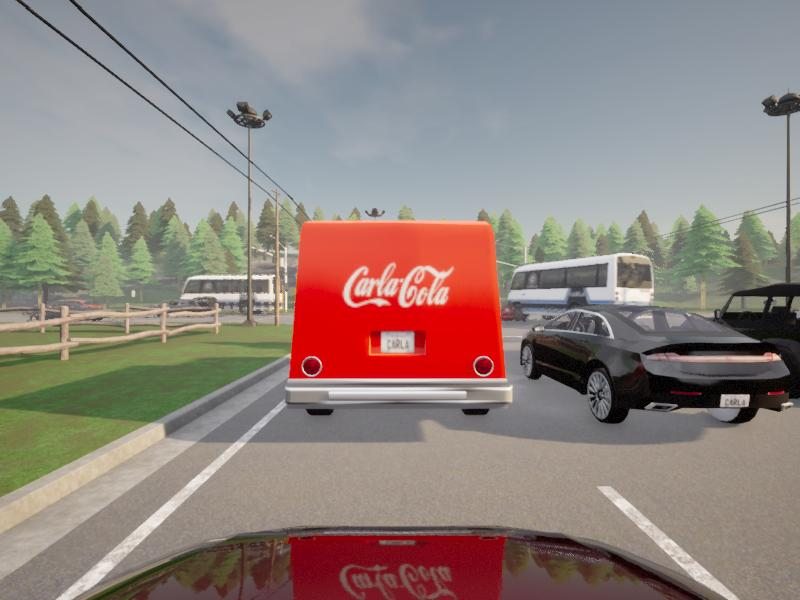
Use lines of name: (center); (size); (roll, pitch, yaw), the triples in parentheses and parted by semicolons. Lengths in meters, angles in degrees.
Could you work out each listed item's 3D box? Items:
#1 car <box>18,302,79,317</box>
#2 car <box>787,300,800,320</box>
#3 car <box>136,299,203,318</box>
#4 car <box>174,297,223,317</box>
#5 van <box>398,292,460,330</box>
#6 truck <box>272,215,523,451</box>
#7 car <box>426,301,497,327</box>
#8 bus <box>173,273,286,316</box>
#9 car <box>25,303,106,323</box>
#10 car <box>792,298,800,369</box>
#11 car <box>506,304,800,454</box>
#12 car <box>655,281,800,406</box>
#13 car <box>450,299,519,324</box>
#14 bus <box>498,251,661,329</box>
car: (-34.443, 0.907, 39.294); (4.181, 1.385, 1.994); (0, 0, 0)
car: (34.709, 0.801, 32.239); (5.366, 1.575, 1.801); (0, 0, 0)
car: (-20.438, 0.756, 35.624); (4.611, 1.667, 2.242); (0, 0, 1)
car: (-19.575, 0.646, 38.960); (3.866, 1.878, 1.905); (0, 0, 2)
van: (1.556, 0.599, 23.386); (1.775, 1.987, 4.442); (0, 0, -23)
truck: (-0.037, 0.354, 6.792); (2.627, 2.467, 5.204); (0, 0, 0)
car: (3.925, 0.851, 26.363); (2.163, 1.488, 4.792); (0, 0, -28)
bus: (-17.875, -0.535, 42.508); (10.273, 4.253, 3.944); (0, 0, 3)
car: (-23.887, 0.907, 28.673); (4.181, 1.385, 1.994); (0, 0, 2)
car: (10.472, 0.781, 7.069); (2.152, 1.651, 5.027); (0, 0, 0)
car: (3.464, 0.836, 6.582); (2.128, 1.511, 4.902); (0, 0, 0)
car: (6.960, 0.646, 7.491); (1.905, 1.878, 3.866); (0, 0, 0)
car: (6.089, 0.756, 29.281); (2.242, 1.667, 4.611); (0, 0, -36)
bus: (11.389, -0.534, 27.217); (3.944, 4.253, 10.273); (1, 0, -20)
